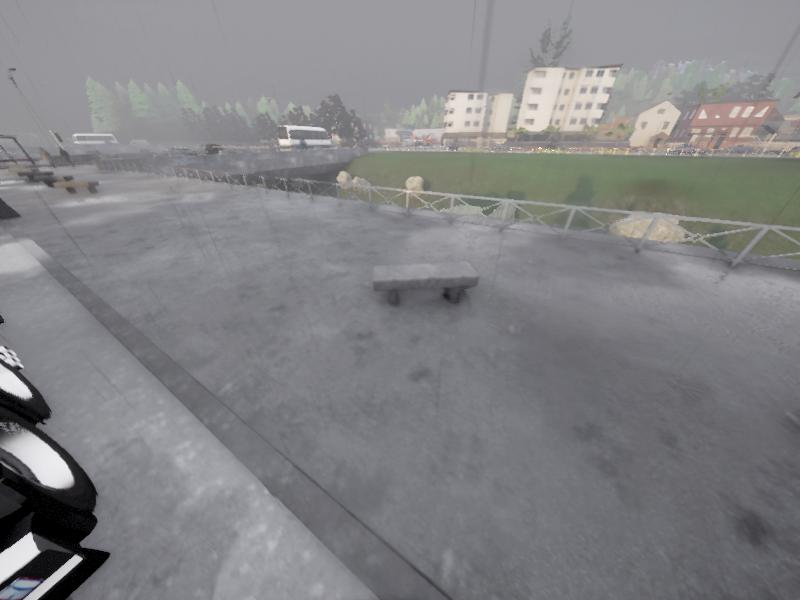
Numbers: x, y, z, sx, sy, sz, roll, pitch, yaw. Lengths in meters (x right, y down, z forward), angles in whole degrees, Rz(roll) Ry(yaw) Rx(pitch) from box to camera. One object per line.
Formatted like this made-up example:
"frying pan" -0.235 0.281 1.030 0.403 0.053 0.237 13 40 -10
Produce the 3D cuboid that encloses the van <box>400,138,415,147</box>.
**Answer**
"van" 2.500 -54.086 79.474 2.351 2.431 6.366 18 39 24

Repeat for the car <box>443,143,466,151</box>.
"car" 12.981 -36.538 55.019 4.892 1.490 1.837 19 39 25

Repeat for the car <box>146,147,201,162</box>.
"car" -31.152 -20.247 32.009 2.128 1.511 4.902 19 39 25

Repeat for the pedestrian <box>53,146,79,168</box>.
"pedestrian" -34.012 -14.585 23.560 0.751 1.860 0.751 26 43 33

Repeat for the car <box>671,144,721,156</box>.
"car" 45.585 -23.292 35.738 4.193 1.474 1.816 18 39 24

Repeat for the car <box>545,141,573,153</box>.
"car" 29.725 -28.651 43.204 3.866 1.878 1.905 18 39 24

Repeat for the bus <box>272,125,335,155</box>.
"bus" -17.820 -30.312 43.929 3.944 4.253 10.273 18 38 25

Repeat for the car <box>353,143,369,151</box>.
"car" -9.393 -37.385 56.383 1.789 1.549 3.705 18 39 25

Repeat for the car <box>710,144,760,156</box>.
"car" 52.448 -23.651 36.264 3.806 1.475 1.970 18 39 24

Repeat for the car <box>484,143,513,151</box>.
"car" 21.704 -33.717 50.982 5.357 1.411 2.033 18 39 25

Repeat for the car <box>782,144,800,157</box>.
"car" 56.019 -19.877 30.739 4.792 1.488 2.163 18 39 24

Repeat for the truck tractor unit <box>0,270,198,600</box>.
"truck tractor unit" -5.119 -0.294 0.762 6.516 4.208 3.053 18 39 24

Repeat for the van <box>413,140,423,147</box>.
"van" 6.623 -58.005 85.414 2.069 2.038 4.480 18 39 24

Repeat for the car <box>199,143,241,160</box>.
"car" -25.681 -21.304 33.148 1.905 1.878 3.866 18 39 24

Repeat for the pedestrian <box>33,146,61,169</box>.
"pedestrian" -35.195 -14.235 23.068 0.751 1.860 0.751 26 43 32
